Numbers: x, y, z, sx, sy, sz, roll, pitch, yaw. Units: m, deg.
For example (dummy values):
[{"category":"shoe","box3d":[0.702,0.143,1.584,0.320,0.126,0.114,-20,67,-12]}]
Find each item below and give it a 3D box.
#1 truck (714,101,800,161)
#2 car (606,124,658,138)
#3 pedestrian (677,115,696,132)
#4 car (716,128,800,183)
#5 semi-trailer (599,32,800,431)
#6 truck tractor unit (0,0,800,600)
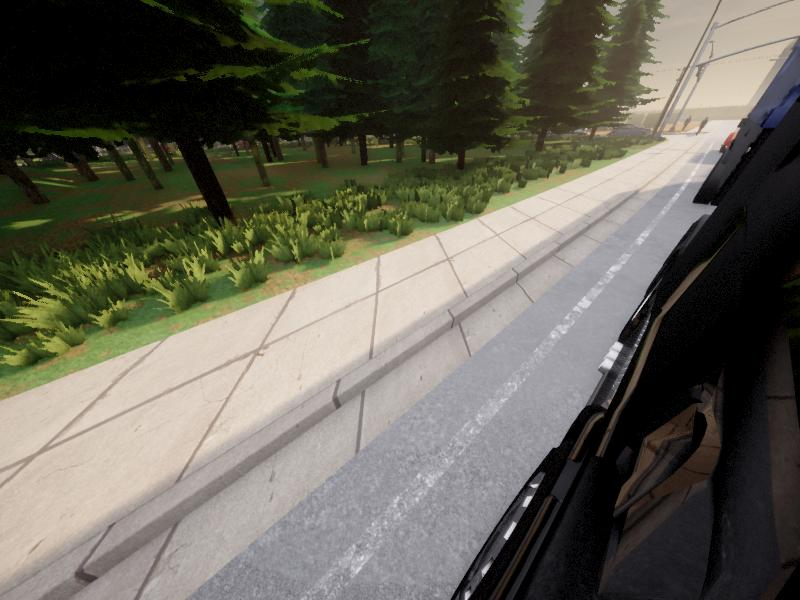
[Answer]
[{"category":"truck","box3d":[21.378,-9.910,13.486,5.204,2.467,2.627,-30,44,-31]},{"category":"car","box3d":[29.600,-21.596,29.563,1.994,1.385,4.181,-29,44,-30]},{"category":"pedestrian","box3d":[40.191,-24.763,32.392,0.751,1.860,0.751,17,41,24]},{"category":"car","box3d":[15.884,-6.349,9.891,4.902,1.511,2.128,-29,44,-30]},{"category":"semi-trailer","box3d":[8.645,-3.642,4.279,14.254,4.402,2.717,-29,44,-30]},{"category":"truck tractor unit","box3d":[2.645,-0.295,0.351,6.516,4.208,3.053,-28,44,-30]}]
